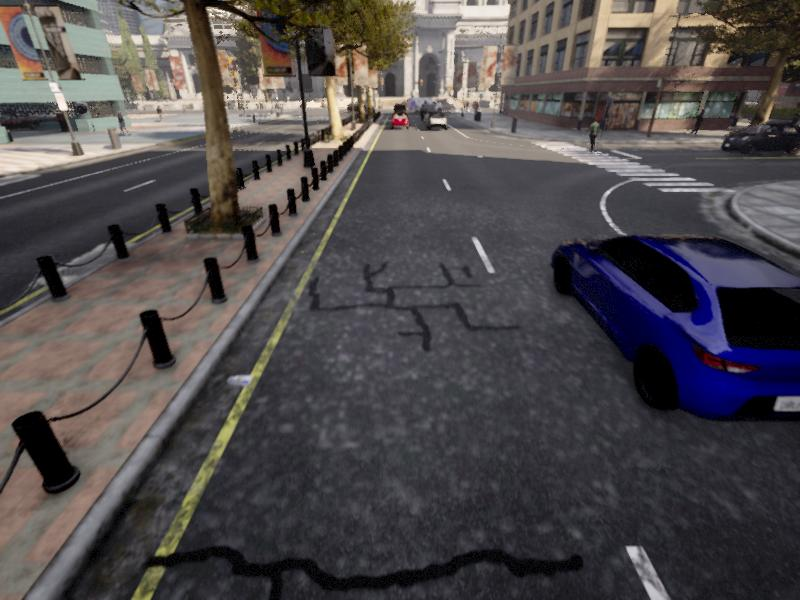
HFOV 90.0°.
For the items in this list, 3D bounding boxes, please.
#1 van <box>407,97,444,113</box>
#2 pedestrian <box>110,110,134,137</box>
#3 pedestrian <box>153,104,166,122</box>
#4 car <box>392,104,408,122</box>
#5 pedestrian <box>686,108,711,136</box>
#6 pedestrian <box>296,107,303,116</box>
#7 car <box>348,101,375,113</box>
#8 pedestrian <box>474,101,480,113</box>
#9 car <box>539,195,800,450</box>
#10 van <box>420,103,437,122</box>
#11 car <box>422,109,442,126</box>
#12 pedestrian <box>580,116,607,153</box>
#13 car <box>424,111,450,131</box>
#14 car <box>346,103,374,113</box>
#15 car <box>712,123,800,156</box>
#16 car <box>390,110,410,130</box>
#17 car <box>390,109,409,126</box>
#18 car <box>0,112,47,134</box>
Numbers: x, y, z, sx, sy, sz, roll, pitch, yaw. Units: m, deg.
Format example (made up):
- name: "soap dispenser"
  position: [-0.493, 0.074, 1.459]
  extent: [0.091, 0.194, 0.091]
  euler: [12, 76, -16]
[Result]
- name: "van"
  position: [4.448, -34.462, 70.793]
  extent: [6.366, 2.431, 2.351]
  euler: [0, 27, 0]
- name: "pedestrian"
  position: [-21.325, -13.575, 30.703]
  extent: [0.751, 1.860, 0.751]
  euler: [2, 27, 5]
- name: "pedestrian"
  position: [-27.858, -21.633, 46.389]
  extent: [0.751, 1.860, 0.751]
  euler: [-8, 28, -15]
- name: "car"
  position: [-0.027, -23.298, 49.759]
  extent: [1.905, 1.878, 3.866]
  euler: [0, 27, 0]
- name: "pedestrian"
  position: [22.284, -13.308, 29.849]
  extent: [0.751, 1.860, 0.751]
  euler: [1, 27, 3]
- name: "pedestrian"
  position: [-15.362, -28.722, 60.994]
  extent: [0.751, 1.300, 0.751]
  euler: [3, 27, 6]
- name: "car"
  position: [-6.781, -34.196, 70.976]
  extent: [4.605, 1.855, 1.932]
  euler: [0, 27, 0]
- name: "pedestrian"
  position: [13.072, -32.701, 67.886]
  extent: [0.751, 1.860, 0.751]
  euler: [0, 27, 1]
- name: "car"
  position: [3.521, -0.188, 5.340]
  extent: [1.816, 1.474, 4.193]
  euler: [0, 27, 0]
- name: "van"
  position: [3.425, -23.299, 49.630]
  extent: [1.775, 1.987, 4.442]
  euler: [0, 27, 0]
- name: "car"
  position: [3.496, -20.043, 43.809]
  extent: [1.845, 1.501, 3.633]
  euler: [0, 27, 0]
- name: "pedestrian"
  position: [10.823, -9.274, 22.441]
  extent: [0.751, 1.860, 0.751]
  euler: [-5, 28, -9]
- name: "car"
  position: [3.478, -17.165, 38.228]
  extent: [2.007, 1.525, 4.514]
  euler: [0, 27, 0]
- name: "car"
  position: [-7.350, -35.622, 74.182]
  extent: [4.792, 1.488, 2.163]
  euler: [0, 27, 0]
- name: "car"
  position: [19.858, -8.848, 21.957]
  extent: [3.633, 1.501, 1.845]
  euler: [-1, 27, -1]
- name: "car"
  position: [-0.021, -17.431, 38.742]
  extent: [1.789, 1.549, 3.705]
  euler: [0, 27, 0]
- name: "car"
  position: [-0.025, -20.220, 44.184]
  extent: [2.007, 1.525, 4.514]
  euler: [0, 27, 0]
- name: "car"
  position: [-34.970, -15.941, 35.904]
  extent: [2.128, 1.511, 4.902]
  euler: [0, 27, 0]
